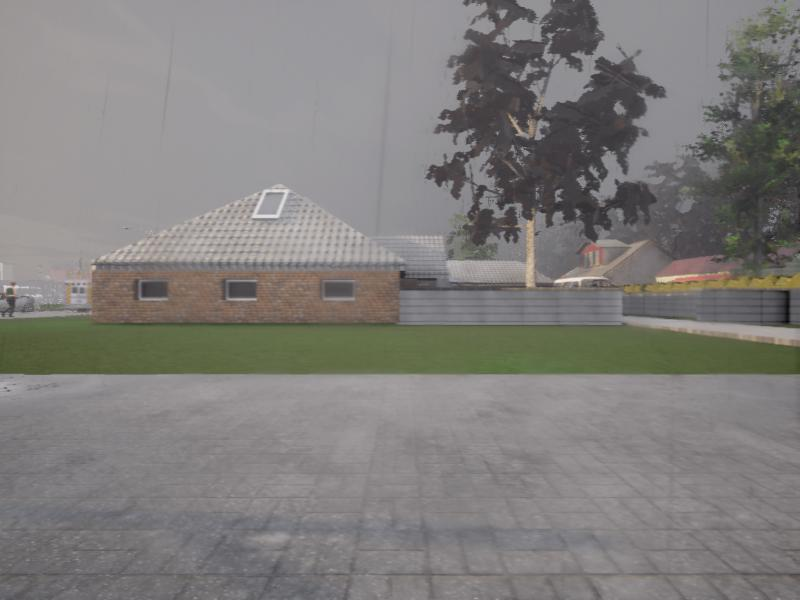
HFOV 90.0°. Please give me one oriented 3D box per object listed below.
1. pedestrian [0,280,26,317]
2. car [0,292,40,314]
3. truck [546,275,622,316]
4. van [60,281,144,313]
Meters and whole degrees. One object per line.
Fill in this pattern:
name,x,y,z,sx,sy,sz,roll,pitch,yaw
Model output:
pedestrian,-19.467,-0.073,20.053,0.751,1.860,0.751,0,0,0
car,-28.670,0.220,28.450,2.007,1.525,4.514,0,0,0
truck,9.747,-0.218,21.677,2.069,2.038,4.478,0,0,0
van,-24.663,-0.229,33.587,2.351,2.431,6.366,0,0,0
